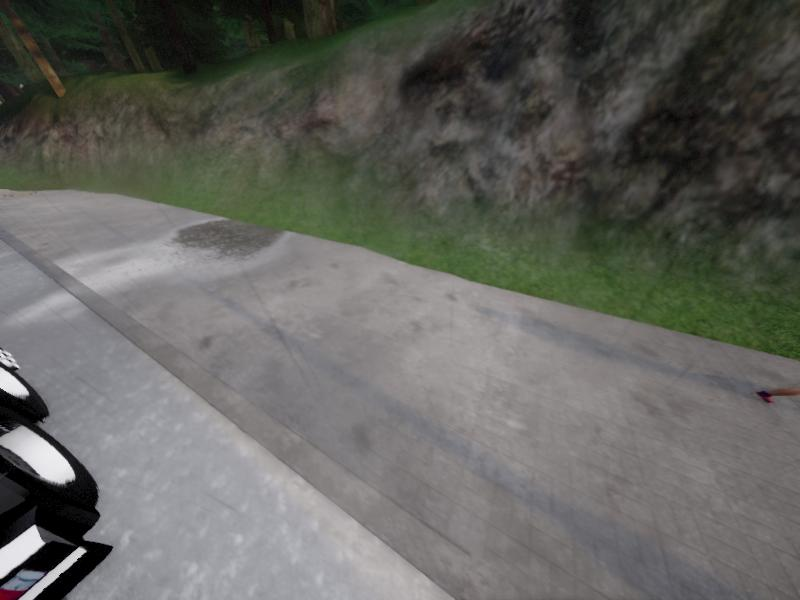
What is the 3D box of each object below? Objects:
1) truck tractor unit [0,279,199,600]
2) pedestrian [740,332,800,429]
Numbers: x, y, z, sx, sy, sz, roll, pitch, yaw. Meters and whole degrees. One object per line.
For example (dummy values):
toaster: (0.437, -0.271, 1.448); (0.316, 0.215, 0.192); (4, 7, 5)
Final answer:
truck tractor unit: (-5.139, -0.273, 0.741); (6.516, 4.208, 3.053); (17, 39, 23)
pedestrian: (3.736, 0.590, 1.912); (0.500, 1.100, 0.500); (25, 42, 32)
